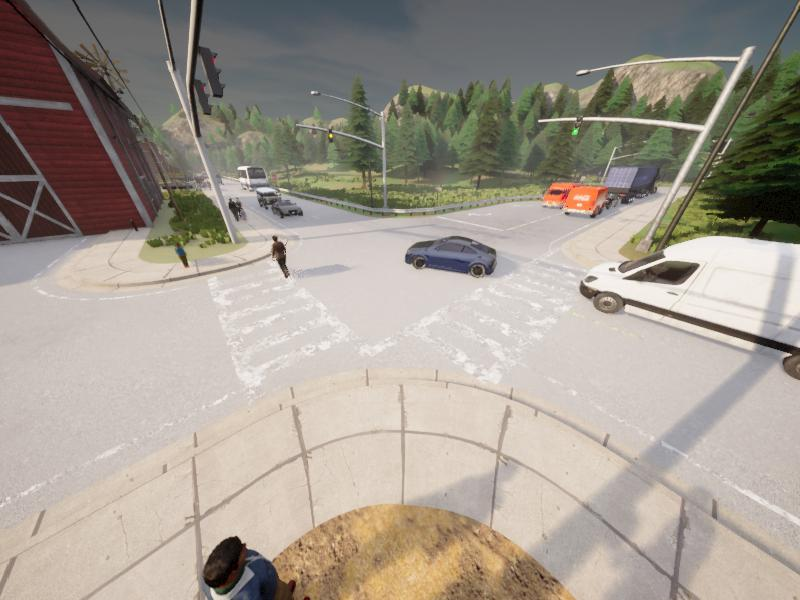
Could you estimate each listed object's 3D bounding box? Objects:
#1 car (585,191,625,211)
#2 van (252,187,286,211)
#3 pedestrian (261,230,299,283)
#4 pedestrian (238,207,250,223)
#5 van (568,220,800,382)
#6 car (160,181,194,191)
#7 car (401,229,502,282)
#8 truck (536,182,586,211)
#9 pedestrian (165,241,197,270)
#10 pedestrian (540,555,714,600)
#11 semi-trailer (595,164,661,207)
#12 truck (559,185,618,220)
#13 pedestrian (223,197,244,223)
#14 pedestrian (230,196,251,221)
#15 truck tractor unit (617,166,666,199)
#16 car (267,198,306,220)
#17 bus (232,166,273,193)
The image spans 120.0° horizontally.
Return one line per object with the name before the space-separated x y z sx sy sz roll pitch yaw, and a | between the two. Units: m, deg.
car | 23.816 -11.551 26.810 4.902 1.511 2.128 -23 37 -33
van | -15.018 -11.625 26.442 2.069 2.038 4.480 -22 37 -33
pedestrian | -4.890 -1.780 9.470 0.751 1.860 0.751 -26 39 -37
pedestrian | -12.793 -6.979 18.983 0.500 1.100 0.500 -16 34 -26
van | 8.668 -0.237 6.220 1.988 2.561 5.915 -22 37 -33
car | -45.444 -23.247 47.133 4.792 1.488 2.163 -24 37 -35
car | 2.346 -2.213 10.784 4.181 1.385 1.994 12 32 19
truck | 18.461 -11.943 26.504 5.204 2.467 2.627 -23 37 -34
pedestrian | -9.681 -1.971 10.255 0.500 1.100 0.500 9 31 15
pedestrian | 1.428 2.624 1.558 0.751 1.860 0.751 -4 30 -7
semi-trailer | 31.132 -15.801 31.243 14.254 4.402 2.717 -22 37 -34
truck | 18.192 -9.531 22.327 5.204 2.467 2.627 -23 37 -34
pedestrian | -13.569 -7.355 18.873 0.751 1.860 0.751 -25 38 -36
pedestrian | -13.407 -7.686 19.447 0.751 1.860 0.751 21 36 32
truck tractor unit | 37.248 -18.222 35.643 6.516 4.208 3.053 -22 37 -33
car | -11.084 -8.948 22.479 1.994 1.385 4.181 -22 37 -33
bus | -28.845 -23.616 45.001 3.944 4.253 10.273 -22 37 -33
